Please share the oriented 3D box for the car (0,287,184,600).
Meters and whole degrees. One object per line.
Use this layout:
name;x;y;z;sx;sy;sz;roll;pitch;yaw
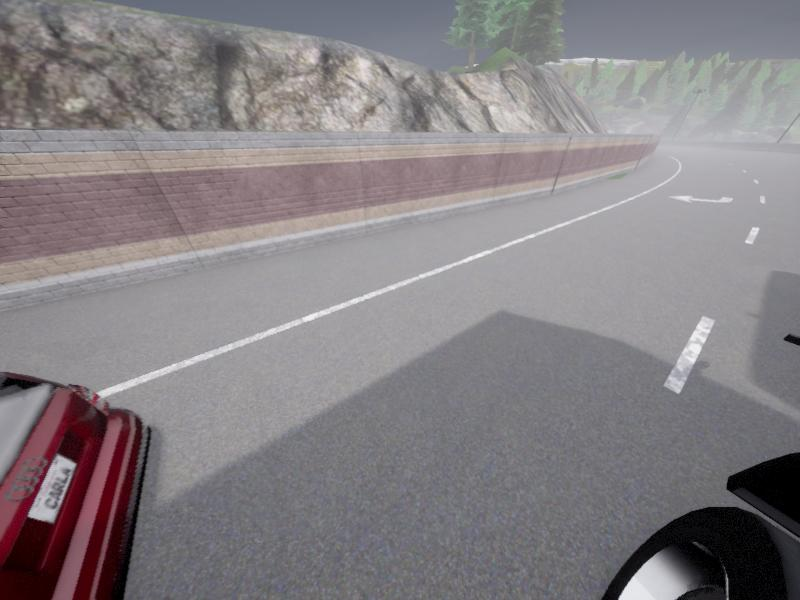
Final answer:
car;-3.127;1.579;0.356;3.705;1.549;1.789;-22;40;-28
